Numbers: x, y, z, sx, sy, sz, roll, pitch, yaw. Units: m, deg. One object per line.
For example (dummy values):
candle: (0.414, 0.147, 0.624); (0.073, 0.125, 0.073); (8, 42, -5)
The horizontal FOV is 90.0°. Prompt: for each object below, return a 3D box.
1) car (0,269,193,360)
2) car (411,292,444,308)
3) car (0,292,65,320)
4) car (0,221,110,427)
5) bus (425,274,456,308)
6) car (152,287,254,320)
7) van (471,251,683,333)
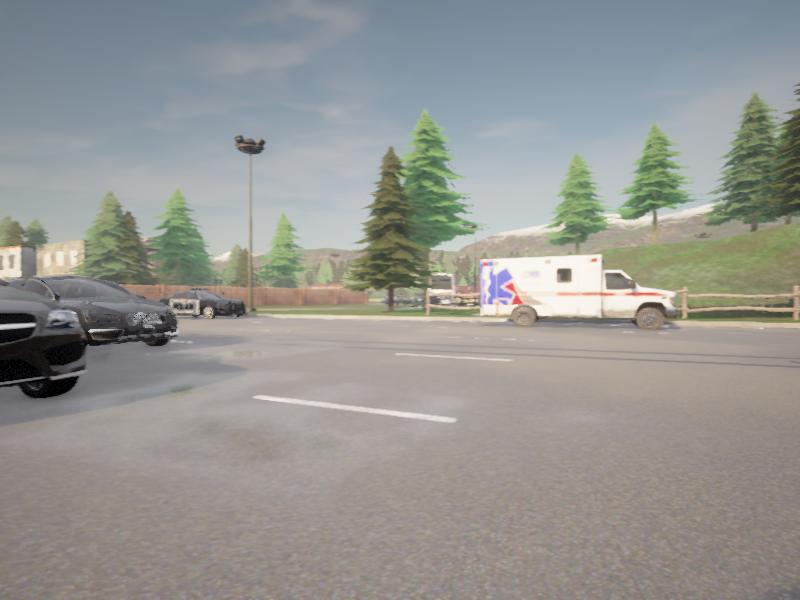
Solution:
car: (-6.870, 0.250, 8.350); (4.892, 1.490, 1.837); (0, 0, 23)
car: (3.243, 0.037, 46.583); (2.097, 1.767, 4.553); (0, 0, 29)
car: (-21.435, 0.310, 22.288); (5.357, 1.411, 2.033); (0, 0, 23)
car: (-5.616, 0.186, 3.993); (5.027, 1.651, 2.152); (0, 0, 23)
bus: (5.683, -1.204, 55.532); (3.944, 4.253, 10.273); (0, 0, 6)
car: (-10.557, 0.167, 21.390); (5.238, 1.638, 1.930); (0, 0, 23)
van: (5.955, -0.249, 14.232); (6.366, 2.431, 2.351); (0, 0, 23)
